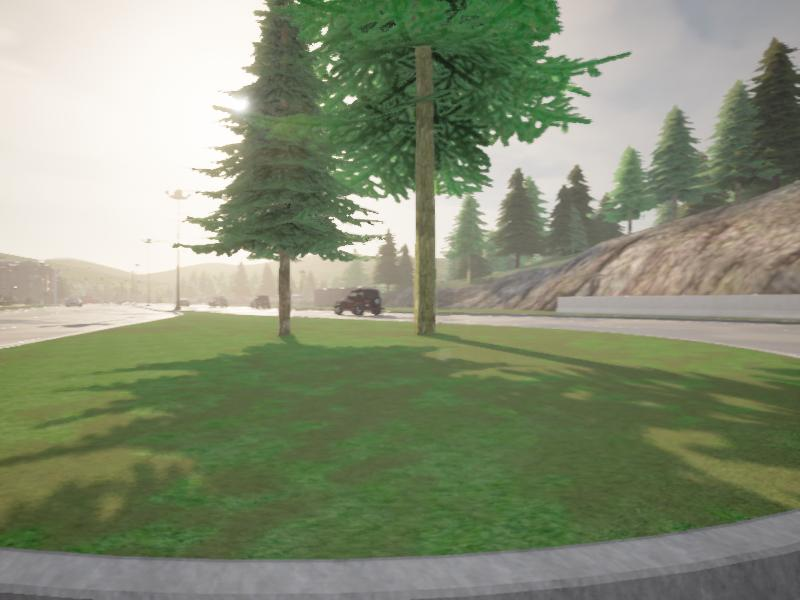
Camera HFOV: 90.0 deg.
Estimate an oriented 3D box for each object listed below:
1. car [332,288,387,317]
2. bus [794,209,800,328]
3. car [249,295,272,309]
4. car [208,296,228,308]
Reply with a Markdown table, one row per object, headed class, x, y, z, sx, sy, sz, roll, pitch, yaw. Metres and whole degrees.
| class | x | y | z | sx | sy | sz | roll | pitch | yaw |
| --- | --- | --- | --- | --- | --- | --- | --- | --- | --- |
| car | -2.915 | 0.158 | 28.419 | 1.905 | 1.878 | 3.866 | 0 | 0 | -45 |
| bus | 16.103 | -1.094 | 9.275 | 3.944 | 4.253 | 10.273 | 2 | 0 | 2 |
| car | -19.218 | 0.256 | 55.057 | 1.905 | 1.878 | 3.866 | 0 | 0 | -36 |
| car | -27.669 | 0.283 | 60.861 | 1.932 | 1.855 | 4.605 | 0 | 0 | -36 |
